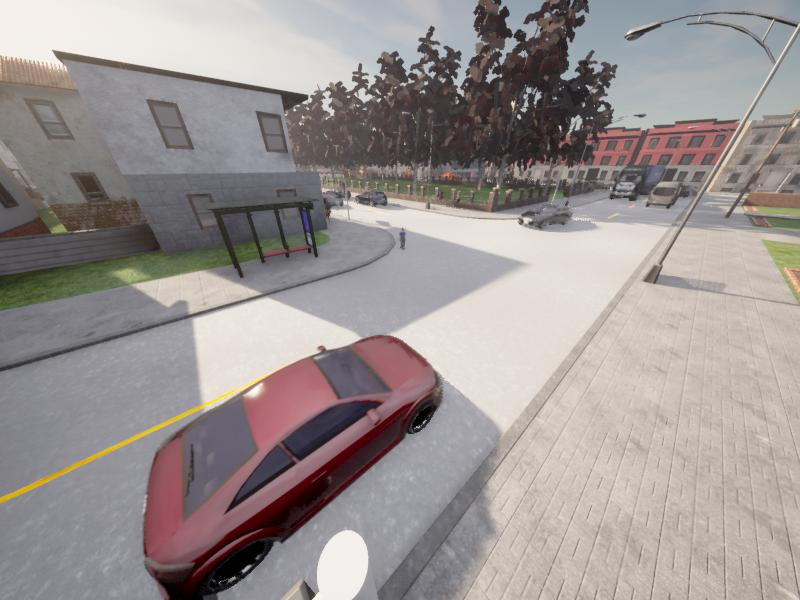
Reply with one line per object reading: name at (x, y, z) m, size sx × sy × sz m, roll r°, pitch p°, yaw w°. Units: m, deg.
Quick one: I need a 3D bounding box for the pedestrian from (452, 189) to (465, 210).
pedestrian at (6.062, -10.469, 24.023) m, size 0.751 × 1.860 × 0.751 m, roll -22°, pitch 36°, yaw -33°

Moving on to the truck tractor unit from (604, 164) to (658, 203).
truck tractor unit at (31.240, -15.832, 31.197) m, size 6.516 × 4.208 × 3.053 m, roll -23°, pitch 37°, yaw -35°

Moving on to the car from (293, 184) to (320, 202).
car at (-12.823, -14.698, 31.585) m, size 1.932 × 1.855 × 4.605 m, roll -21°, pitch 36°, yaw -32°

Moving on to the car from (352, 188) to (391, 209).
car at (-3.391, -12.020, 27.201) m, size 2.033 × 1.649 × 4.856 m, roll -24°, pitch 38°, yaw -35°

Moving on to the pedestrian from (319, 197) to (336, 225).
pedestrian at (-5.544, -6.842, 17.722) m, size 0.751 × 1.860 × 0.751 m, roll -22°, pitch 36°, yaw -33°

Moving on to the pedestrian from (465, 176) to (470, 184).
pedestrian at (17.500, -31.129, 59.806) m, size 0.751 × 1.860 × 0.751 m, roll -22°, pitch 37°, yaw -33°

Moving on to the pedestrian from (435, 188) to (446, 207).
pedestrian at (4.548, -11.465, 25.748) m, size 0.751 × 1.860 × 0.751 m, roll -21°, pitch 36°, yaw -31°

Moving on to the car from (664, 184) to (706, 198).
car at (43.108, -16.505, 34.923) m, size 4.611 × 1.667 × 2.242 m, roll -13°, pitch 32°, yaw -21°

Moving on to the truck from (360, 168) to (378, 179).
truck at (-13.212, -53.668, 97.568) m, size 2.891 × 3.827 × 8.468 m, roll -23°, pitch 37°, yaw -34°

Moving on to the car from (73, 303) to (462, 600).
car at (-1.218, 1.710, 3.677) m, size 4.181 × 1.385 × 1.994 m, roll -23°, pitch 37°, yaw -33°

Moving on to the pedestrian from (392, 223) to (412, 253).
pedestrian at (0.098, -3.340, 12.442) m, size 0.751 × 1.300 × 0.751 m, roll -22°, pitch 36°, yaw -33°

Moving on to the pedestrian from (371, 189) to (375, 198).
pedestrian at (-3.854, -15.196, 32.969) m, size 0.500 × 1.100 × 0.500 m, roll -7°, pitch 31°, yaw -12°

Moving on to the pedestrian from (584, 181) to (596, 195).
pedestrian at (29.959, -17.679, 36.512) m, size 0.751 × 1.860 × 0.751 m, roll -21°, pitch 36°, yaw -32°

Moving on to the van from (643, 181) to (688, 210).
van at (30.330, -12.052, 26.342) m, size 5.915 × 2.561 × 1.988 m, roll -22°, pitch 37°, yaw -33°

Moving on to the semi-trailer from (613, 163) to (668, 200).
semi-trailer at (37.265, -18.476, 35.590) m, size 14.254 × 4.402 × 2.717 m, roll -23°, pitch 37°, yaw -34°

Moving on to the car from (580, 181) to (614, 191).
car at (38.284, -22.195, 45.005) m, size 1.812 × 1.442 × 4.674 m, roll -23°, pitch 37°, yaw -34°

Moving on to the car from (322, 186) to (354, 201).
car at (-8.861, -15.242, 32.895) m, size 2.128 × 1.511 × 4.902 m, roll -25°, pitch 38°, yaw -36°

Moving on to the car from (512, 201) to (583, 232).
car at (11.315, -6.501, 17.757) m, size 4.902 × 1.511 × 2.128 m, roll -16°, pitch 34°, yaw -26°

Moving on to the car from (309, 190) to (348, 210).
car at (-8.272, -11.588, 26.566) m, size 2.128 × 1.511 × 4.902 m, roll -23°, pitch 37°, yaw -34°

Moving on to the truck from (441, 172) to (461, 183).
truck at (15.057, -36.480, 68.721) m, size 2.627 × 2.467 × 5.204 m, roll -23°, pitch 37°, yaw -34°

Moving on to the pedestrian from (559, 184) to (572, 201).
pedestrian at (21.721, -14.128, 30.359) m, size 0.751 × 1.860 × 0.751 m, roll 26°, pitch 39°, yaw 37°

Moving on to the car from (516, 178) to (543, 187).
car at (29.968, -27.185, 53.554) m, size 1.882 × 1.535 × 5.008 m, roll -23°, pitch 37°, yaw -34°
